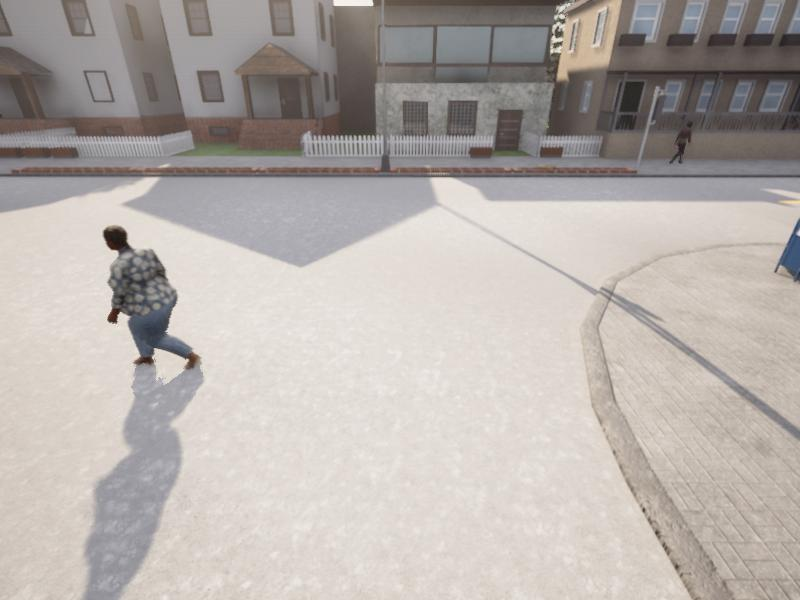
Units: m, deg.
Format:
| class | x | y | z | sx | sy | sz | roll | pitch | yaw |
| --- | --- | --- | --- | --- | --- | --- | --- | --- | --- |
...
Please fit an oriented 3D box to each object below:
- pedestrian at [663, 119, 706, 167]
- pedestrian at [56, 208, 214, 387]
| class | x | y | z | sx | sy | sz | roll | pitch | yaw |
| --- | --- | --- | --- | --- | --- | --- | --- | --- | --- |
| pedestrian | 12.411 | -6.876 | 17.509 | 0.751 | 1.860 | 0.751 | -7 | 28 | -14 |
| pedestrian | -2.811 | -0.006 | 4.470 | 0.751 | 1.860 | 0.751 | 0 | 27 | 0 |
